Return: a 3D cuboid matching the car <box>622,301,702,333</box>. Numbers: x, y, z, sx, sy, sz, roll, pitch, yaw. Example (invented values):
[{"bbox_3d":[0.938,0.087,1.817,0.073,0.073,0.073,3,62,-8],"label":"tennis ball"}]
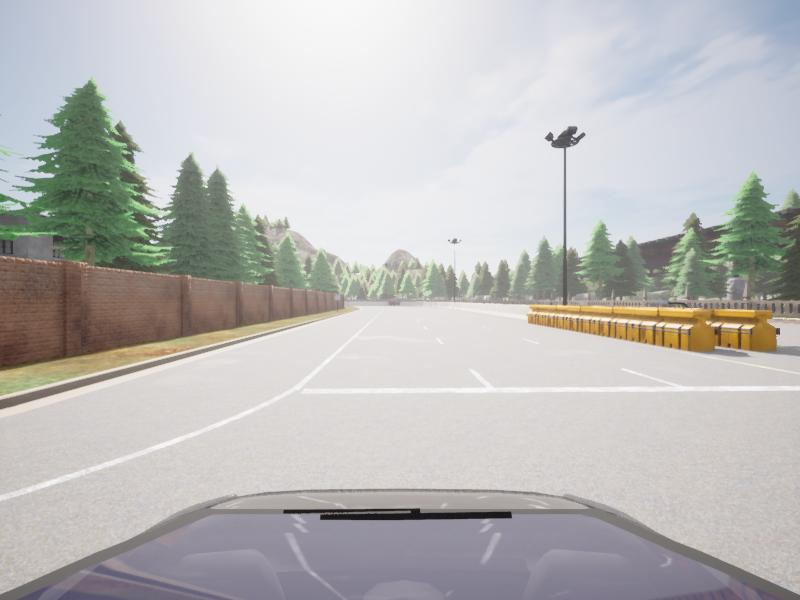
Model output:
[{"bbox_3d":[13.706,0.828,21.223,1.845,1.501,3.633,0,0,-1],"label":"car"}]
